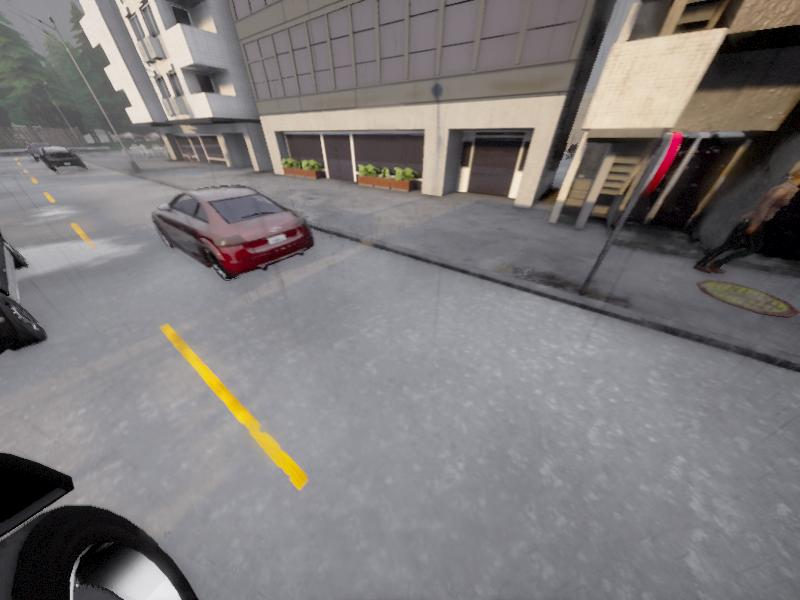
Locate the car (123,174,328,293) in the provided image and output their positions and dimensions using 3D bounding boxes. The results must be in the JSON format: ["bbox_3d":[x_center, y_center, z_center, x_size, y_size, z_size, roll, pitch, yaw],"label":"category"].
[{"bbox_3d":[-3.971,-1.847,5.308,4.181,1.385,1.994,22,41,28],"label":"car"}]

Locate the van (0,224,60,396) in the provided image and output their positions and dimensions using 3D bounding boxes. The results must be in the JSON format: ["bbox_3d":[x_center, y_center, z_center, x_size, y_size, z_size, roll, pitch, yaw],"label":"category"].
[{"bbox_3d":[-6.985,-0.738,2.695,5.915,2.561,1.988,22,41,28],"label":"van"}]

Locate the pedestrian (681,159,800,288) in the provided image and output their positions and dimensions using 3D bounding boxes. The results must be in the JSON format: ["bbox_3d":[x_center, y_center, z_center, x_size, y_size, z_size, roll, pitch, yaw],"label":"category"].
[{"bbox_3d":[6.018,-1.273,3.927,0.751,1.860,0.751,-25,43,-32],"label":"pedestrian"}]

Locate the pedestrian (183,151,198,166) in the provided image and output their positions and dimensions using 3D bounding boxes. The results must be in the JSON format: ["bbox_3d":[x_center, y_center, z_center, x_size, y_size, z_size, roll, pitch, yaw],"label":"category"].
[{"bbox_3d":[-18.215,-12.335,20.119,0.500,1.100,0.500,25,42,30],"label":"pedestrian"}]

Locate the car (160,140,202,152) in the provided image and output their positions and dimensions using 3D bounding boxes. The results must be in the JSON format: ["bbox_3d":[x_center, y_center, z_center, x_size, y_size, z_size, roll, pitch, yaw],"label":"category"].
[{"bbox_3d":[-40.109,-28.431,42.498,2.152,1.651,5.027,22,41,28],"label":"car"}]

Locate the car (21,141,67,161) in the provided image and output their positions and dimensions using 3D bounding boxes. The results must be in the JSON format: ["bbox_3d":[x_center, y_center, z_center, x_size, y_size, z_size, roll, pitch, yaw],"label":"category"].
[{"bbox_3d":[-40.395,-17.027,26.319,5.027,1.651,2.152,26,43,31],"label":"car"}]

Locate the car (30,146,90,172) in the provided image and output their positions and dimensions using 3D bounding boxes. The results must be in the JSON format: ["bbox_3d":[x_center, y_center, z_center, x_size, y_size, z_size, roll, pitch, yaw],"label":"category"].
[{"bbox_3d":[-27.280,-11.384,18.535,4.892,1.490,1.837,22,41,28],"label":"car"}]
